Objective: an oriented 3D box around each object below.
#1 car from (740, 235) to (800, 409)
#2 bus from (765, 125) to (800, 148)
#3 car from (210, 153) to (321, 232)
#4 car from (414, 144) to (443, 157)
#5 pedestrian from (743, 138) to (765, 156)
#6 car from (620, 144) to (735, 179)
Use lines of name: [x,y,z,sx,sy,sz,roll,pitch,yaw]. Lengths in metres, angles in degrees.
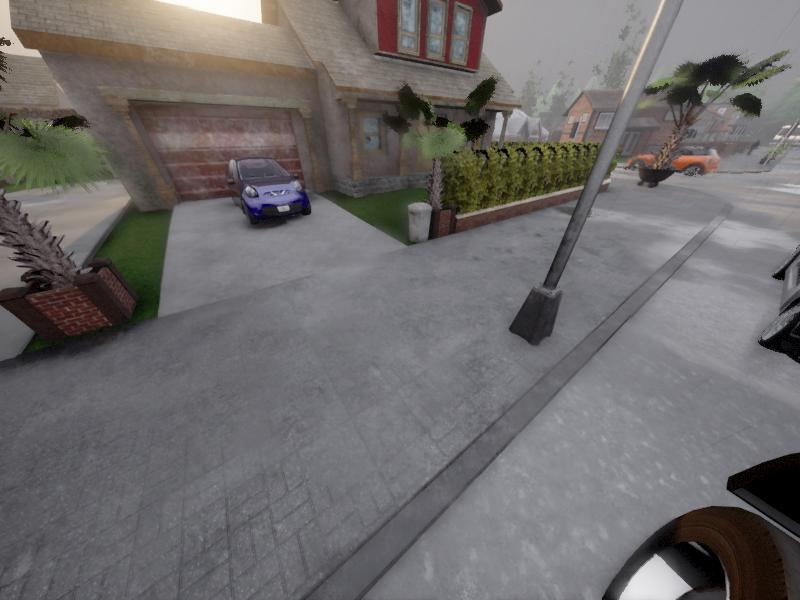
car: [6.544,-0.167,2.713,5.238,1.638,1.930,-22,41,-28]
bus: [90.995,-36.653,51.670,3.944,4.253,10.273,11,37,16]
car: [-4.139,-3.473,7.009,1.845,1.501,3.633,-24,42,-30]
car: [4.188,-22.291,34.343,1.994,1.385,4.181,-22,41,-28]
pedestrian: [44.908,-19.382,29.307,0.751,1.860,0.751,-25,42,-30]
car: [19.248,-9.953,16.367,2.097,1.767,4.553,-18,39,-23]
